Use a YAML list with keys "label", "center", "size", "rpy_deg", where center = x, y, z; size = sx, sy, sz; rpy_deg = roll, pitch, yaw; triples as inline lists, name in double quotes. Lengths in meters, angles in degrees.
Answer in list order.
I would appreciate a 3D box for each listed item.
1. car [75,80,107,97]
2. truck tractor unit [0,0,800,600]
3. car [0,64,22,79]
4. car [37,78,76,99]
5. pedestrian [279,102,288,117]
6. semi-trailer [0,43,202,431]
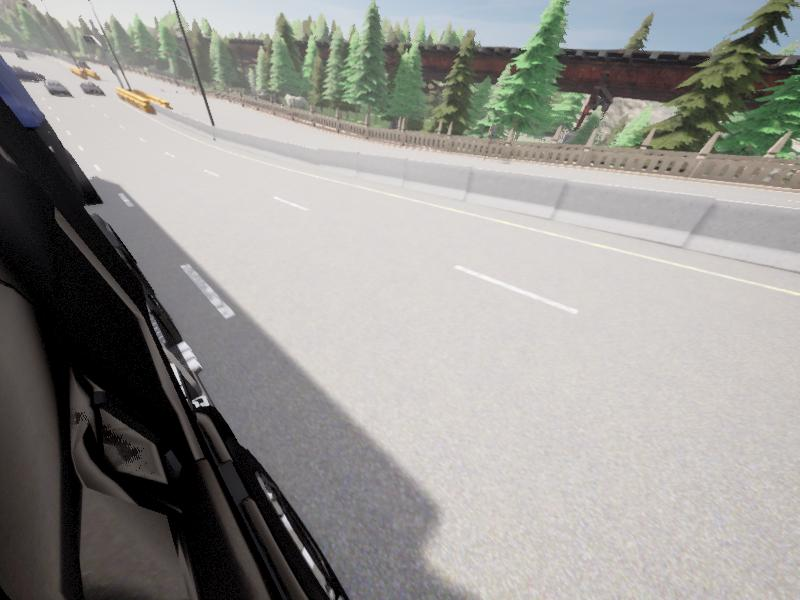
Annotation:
- label: "car"
  center: [-45.295, -31.002, 33.888]
  size: [4.181, 1.385, 1.994]
  rpy_deg: [34, 46, 25]
- label: "truck tractor unit"
  center: [-2.645, -0.295, 0.352]
  size: [6.516, 4.208, 3.053]
  rpy_deg: [28, 44, 30]
- label: "car"
  center: [-63.646, -37.141, 37.401]
  size: [4.181, 1.385, 1.994]
  rpy_deg: [34, 46, 26]
- label: "car"
  center: [-44.743, -27.602, 30.086]
  size: [5.357, 1.411, 2.033]
  rpy_deg: [34, 46, 25]
- label: "pedestrian"
  center: [-21.128, -34.580, 41.952]
  size: [0.751, 1.860, 0.751]
  rpy_deg: [34, 46, 25]
- label: "semi-trailer"
  center: [-8.700, -3.602, 4.228]
  size: [14.254, 4.402, 2.717]
  rpy_deg: [28, 44, 30]
